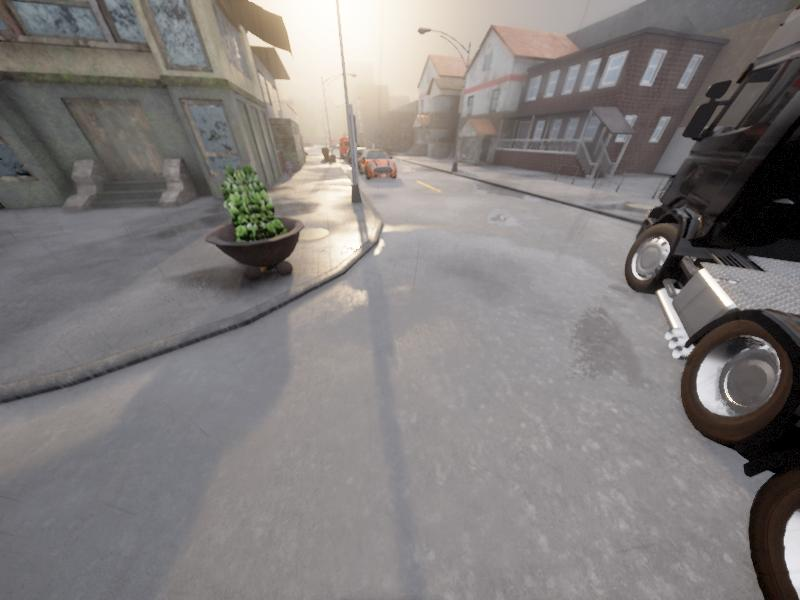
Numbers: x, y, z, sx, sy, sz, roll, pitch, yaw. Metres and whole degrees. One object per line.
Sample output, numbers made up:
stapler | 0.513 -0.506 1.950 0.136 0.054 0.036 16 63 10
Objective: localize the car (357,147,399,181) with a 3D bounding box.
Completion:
car | -1.671 -9.941 16.713 2.097 1.767 4.553 -9 36 -13

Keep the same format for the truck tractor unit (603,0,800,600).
truck tractor unit | 4.440 -0.695 1.337 3.053 4.208 6.516 19 40 25

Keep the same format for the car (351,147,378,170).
car | -3.451 -13.487 21.962 1.851 1.617 3.988 -9 36 -13

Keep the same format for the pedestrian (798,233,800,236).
pedestrian | 11.470 -2.334 5.595 0.751 1.860 0.751 4 35 6
